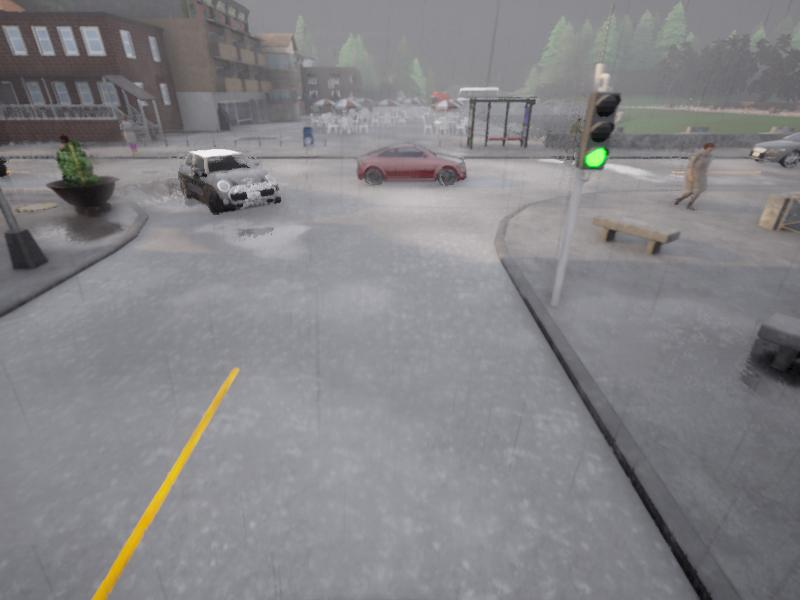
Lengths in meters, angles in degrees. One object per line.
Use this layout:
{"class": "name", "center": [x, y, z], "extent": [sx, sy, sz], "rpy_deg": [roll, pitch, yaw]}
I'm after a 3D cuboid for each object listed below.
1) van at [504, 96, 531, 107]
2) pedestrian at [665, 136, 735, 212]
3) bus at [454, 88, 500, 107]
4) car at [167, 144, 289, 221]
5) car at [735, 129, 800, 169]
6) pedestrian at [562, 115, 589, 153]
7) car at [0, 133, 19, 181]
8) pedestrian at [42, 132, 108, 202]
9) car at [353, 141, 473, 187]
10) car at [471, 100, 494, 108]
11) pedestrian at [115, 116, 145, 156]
{"class": "van", "center": [28.920, -49.021, 98.732], "extent": [5.915, 2.561, 1.988], "rpy_deg": [0, 27, 0]}
{"class": "pedestrian", "center": [8.104, -3.423, 10.885], "extent": [0.751, 1.860, 0.751], "rpy_deg": [-3, 27, -6]}
{"class": "bus", "center": [18.760, -49.710, 98.236], "extent": [10.273, 4.253, 3.944], "rpy_deg": [0, 27, 0]}
{"class": "car", "center": [-5.280, -3.722, 12.182], "extent": [1.970, 1.475, 3.806], "rpy_deg": [-22, 35, -37]}
{"class": "car", "center": [19.094, -7.030, 18.551], "extent": [4.902, 1.511, 2.128], "rpy_deg": [0, 27, 1]}
{"class": "pedestrian", "center": [9.485, -8.972, 21.653], "extent": [0.751, 1.860, 0.751], "rpy_deg": [-4, 28, -7]}
{"class": "car", "center": [-17.459, -5.413, 15.005], "extent": [3.866, 1.878, 1.905], "rpy_deg": [0, 27, 0]}
{"class": "pedestrian", "center": [-9.702, -3.993, 12.010], "extent": [0.751, 1.860, 0.751], "rpy_deg": [8, 28, 15]}
{"class": "car", "center": [0.432, -5.175, 15.114], "extent": [4.181, 1.385, 1.994], "rpy_deg": [-1, 27, -1]}
{"class": "car", "center": [19.594, -46.769, 95.388], "extent": [4.856, 1.649, 2.033], "rpy_deg": [0, 27, 0]}
{"class": "pedestrian", "center": [-14.092, -8.577, 20.890], "extent": [0.751, 1.860, 0.751], "rpy_deg": [-19, 33, -32]}
